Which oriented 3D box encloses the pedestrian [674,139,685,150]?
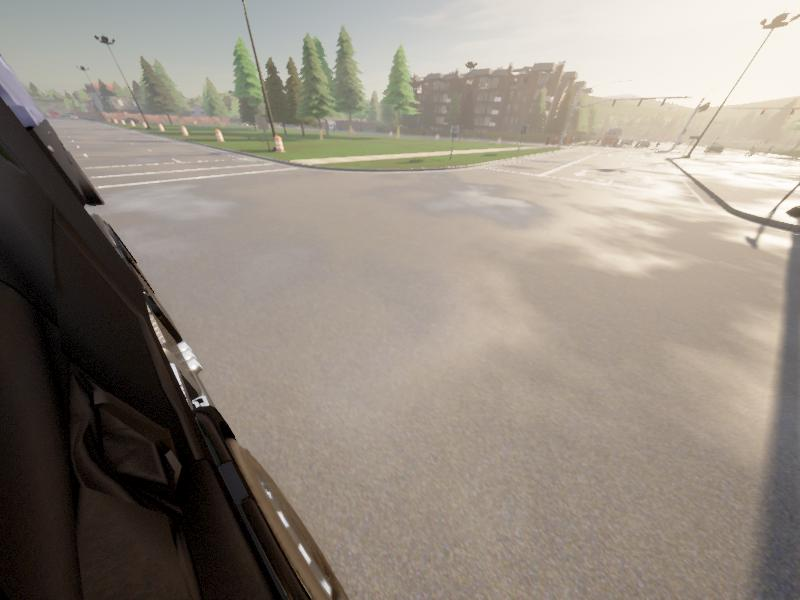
[{"bbox_3d":[61.057,-33.987,50.472,0.751,1.860,0.751,24,42,26],"label":"pedestrian"}]

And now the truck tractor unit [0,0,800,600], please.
[{"bbox_3d":[-2.645,-0.295,0.351,6.516,4.208,3.053,28,44,30],"label":"truck tractor unit"}]

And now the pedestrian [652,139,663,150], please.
[{"bbox_3d":[53.402,-32.189,47.901,0.751,1.860,0.751,24,42,26],"label":"pedestrian"}]

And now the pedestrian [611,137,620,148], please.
[{"bbox_3d":[47.478,-34.646,50.836,0.751,1.860,0.751,25,42,27],"label":"pedestrian"}]

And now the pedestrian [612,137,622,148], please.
[{"bbox_3d":[48.335,-35.067,51.444,0.751,1.860,0.751,29,44,31],"label":"pedestrian"}]

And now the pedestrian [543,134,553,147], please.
[{"bbox_3d":[25.615,-27.638,40.019,0.751,1.860,0.751,30,45,32],"label":"pedestrian"}]

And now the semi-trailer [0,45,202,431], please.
[{"bbox_3d":[-8.701,-3.592,4.240,14.254,4.402,2.717,28,44,30],"label":"semi-trailer"}]

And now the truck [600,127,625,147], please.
[{"bbox_3d":[54.073,-41.449,58.664,2.891,3.827,8.468,28,44,30],"label":"truck"}]

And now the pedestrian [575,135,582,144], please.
[{"bbox_3d":[43.420,-39.015,56.167,0.751,1.860,0.751,22,41,24],"label":"pedestrian"}]

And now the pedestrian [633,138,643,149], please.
[{"bbox_3d":[51.108,-33.582,49.625,0.751,1.860,0.751,29,44,31],"label":"pedestrian"}]

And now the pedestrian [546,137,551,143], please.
[{"bbox_3d":[37.479,-40.395,58.301,0.500,1.100,0.500,31,45,32],"label":"pedestrian"}]

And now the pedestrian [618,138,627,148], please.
[{"bbox_3d":[48.531,-34.253,50.372,0.751,1.860,0.751,24,42,26],"label":"pedestrian"}]

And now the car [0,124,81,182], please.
[{"bbox_3d":[-16.390,-6.546,10.068,5.027,1.651,2.152,28,44,30],"label":"car"}]

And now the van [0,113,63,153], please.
[{"bbox_3d":[-25.102,-11.335,15.648,4.442,1.987,1.775,28,44,30],"label":"van"}]

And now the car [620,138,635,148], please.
[{"bbox_3d":[56.382,-39.005,57.171,1.905,1.878,3.866,28,44,30],"label":"car"}]

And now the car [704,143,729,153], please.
[{"bbox_3d":[67.305,-32.420,49.218,1.930,1.638,5.238,28,44,30],"label":"car"}]

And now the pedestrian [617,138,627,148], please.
[{"bbox_3d":[49.324,-34.885,51.380,0.751,1.860,0.751,24,42,26],"label":"pedestrian"}]
